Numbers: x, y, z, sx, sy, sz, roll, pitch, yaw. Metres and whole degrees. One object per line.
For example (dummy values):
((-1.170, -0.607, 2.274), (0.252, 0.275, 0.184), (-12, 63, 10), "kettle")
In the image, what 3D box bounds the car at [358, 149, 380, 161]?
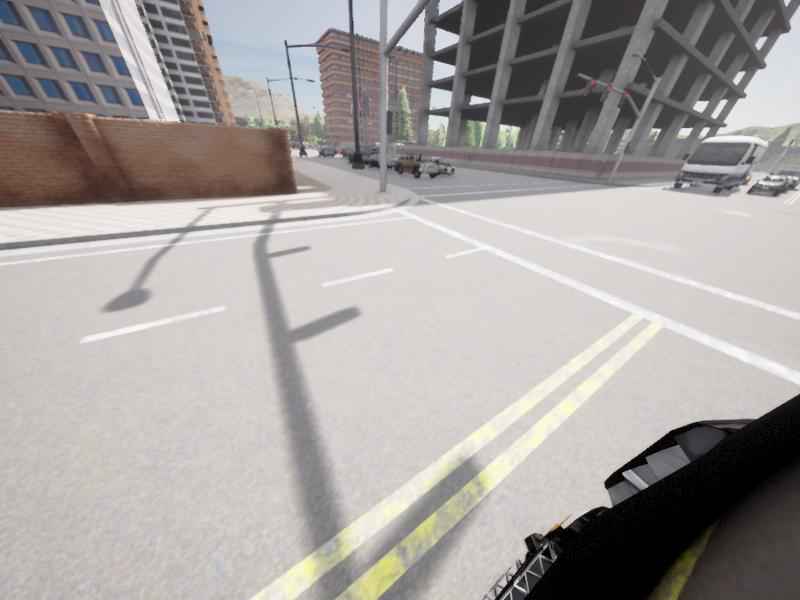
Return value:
((-5.570, -25.937, 41.239), (2.128, 1.511, 4.902), (-17, 38, -27), "car")

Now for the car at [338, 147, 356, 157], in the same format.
((-11.171, -31.327, 48.798), (2.033, 1.649, 4.856), (-17, 37, -27), "car")

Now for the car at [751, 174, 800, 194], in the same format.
((39.285, -12.145, 24.075), (4.902, 1.511, 2.128), (-17, 38, -27), "car")

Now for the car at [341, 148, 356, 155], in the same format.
((-12.685, -36.364, 56.565), (1.895, 1.301, 4.718), (-17, 38, -27), "car")

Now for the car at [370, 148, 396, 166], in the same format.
((-2.378, -19.323, 31.186), (1.905, 1.878, 3.866), (-17, 38, -27), "car")

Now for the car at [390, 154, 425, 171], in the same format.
((0.753, -16.145, 27.053), (1.812, 1.442, 4.674), (-17, 38, -27), "car")

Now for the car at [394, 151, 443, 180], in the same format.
((1.456, -11.970, 20.424), (1.932, 1.855, 4.605), (-15, 38, -25), "car")

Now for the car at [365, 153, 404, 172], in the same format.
((-1.766, -14.823, 24.824), (2.163, 1.488, 4.792), (-17, 38, -27), "car")

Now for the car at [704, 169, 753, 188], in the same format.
((38.351, -14.202, 26.954), (4.611, 1.667, 2.242), (-17, 38, -27), "car")

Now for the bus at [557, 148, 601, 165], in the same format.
((61.331, -49.496, 79.557), (3.944, 4.253, 10.273), (-17, 38, -27), "bus")

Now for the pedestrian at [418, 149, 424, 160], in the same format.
((4.231, -29.339, 46.522), (0.751, 1.860, 0.751), (-16, 38, -27), "pedestrian")

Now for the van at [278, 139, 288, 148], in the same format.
((-44.878, -60.101, 88.585), (1.988, 2.561, 5.915), (-17, 38, -27), "van")

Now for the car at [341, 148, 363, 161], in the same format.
((-8.225, -24.721, 39.206), (1.837, 1.490, 4.892), (-17, 38, -27), "car")

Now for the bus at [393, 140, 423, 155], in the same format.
((2.924, -56.726, 85.839), (10.273, 4.253, 3.944), (-17, 38, -27), "bus")

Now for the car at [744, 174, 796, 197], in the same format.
((33.822, -10.500, 21.116), (3.705, 1.549, 1.789), (-17, 38, -27), "car")

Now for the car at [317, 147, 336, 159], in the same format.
((-12.539, -25.083, 39.422), (1.816, 1.474, 4.193), (-17, 38, -27), "car")

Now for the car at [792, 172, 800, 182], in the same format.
((77.588, -23.098, 43.335), (1.905, 1.878, 3.866), (15, 36, 18), "car")

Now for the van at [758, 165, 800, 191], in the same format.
((46.033, -14.577, 27.456), (6.366, 2.431, 2.351), (-17, 38, -27), "van")

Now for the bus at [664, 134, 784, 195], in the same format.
((30.937, -12.922, 22.090), (10.273, 4.253, 3.944), (-17, 38, -27), "bus")

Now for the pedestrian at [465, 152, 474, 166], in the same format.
((11.083, -22.588, 36.900), (0.751, 1.860, 0.751), (-14, 37, -24), "pedestrian")

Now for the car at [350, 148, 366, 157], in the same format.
((-9.493, -33.400, 52.201), (1.970, 1.475, 3.806), (-17, 38, -27), "car")

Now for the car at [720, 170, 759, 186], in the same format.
((44.803, -16.129, 30.462), (5.366, 1.575, 1.801), (-17, 38, -27), "car")

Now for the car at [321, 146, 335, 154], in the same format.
((-18.095, -37.842, 58.222), (2.007, 1.525, 4.514), (-17, 38, -27), "car")

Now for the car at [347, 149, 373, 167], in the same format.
((-5.100, -18.050, 29.302), (1.851, 1.617, 3.988), (-17, 38, -27), "car")

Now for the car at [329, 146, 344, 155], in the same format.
((-14.726, -34.664, 53.639), (2.007, 1.525, 4.514), (-17, 38, -27), "car")

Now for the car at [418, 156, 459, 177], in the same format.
((3.718, -13.349, 23.049), (1.970, 1.475, 3.806), (-16, 38, -27), "car")
